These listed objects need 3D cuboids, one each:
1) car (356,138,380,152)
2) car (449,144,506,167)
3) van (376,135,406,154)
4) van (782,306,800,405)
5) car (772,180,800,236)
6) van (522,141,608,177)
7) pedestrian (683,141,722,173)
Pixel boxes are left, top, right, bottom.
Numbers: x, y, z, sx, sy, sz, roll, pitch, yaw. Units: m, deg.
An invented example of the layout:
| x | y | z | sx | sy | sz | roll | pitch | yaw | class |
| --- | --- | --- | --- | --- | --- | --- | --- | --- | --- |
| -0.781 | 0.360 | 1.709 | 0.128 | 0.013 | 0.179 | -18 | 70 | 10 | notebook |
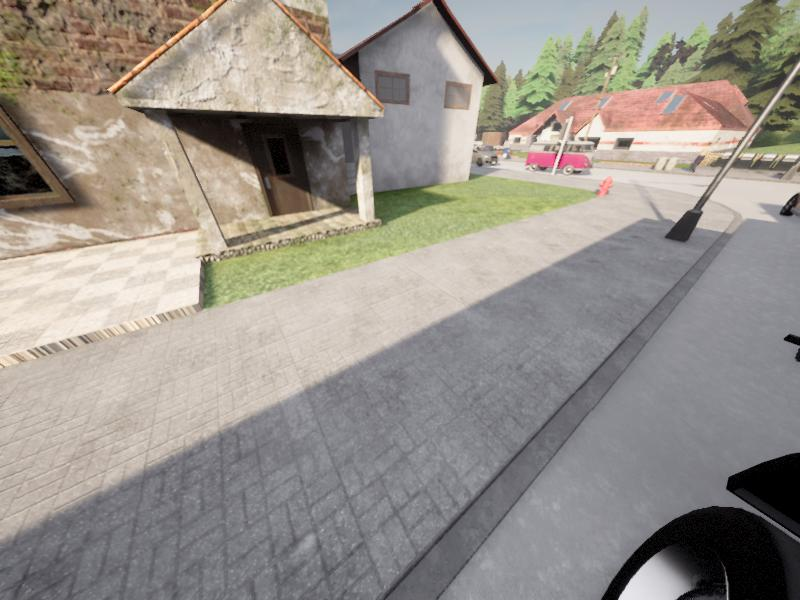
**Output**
| x | y | z | sx | sy | sz | roll | pitch | yaw | class |
| --- | --- | --- | --- | --- | --- | --- | --- | --- | --- |
| -6.173 | -29.579 | 44.078 | 2.150 | 2.045 | 5.566 | -22 | 41 | -27 | car |
| 7.285 | -14.042 | 22.317 | 2.242 | 1.667 | 4.611 | -22 | 40 | -27 | car |
| -1.617 | -25.962 | 38.503 | 1.988 | 2.561 | 5.915 | -22 | 41 | -27 | van |
| 7.069 | -0.470 | 2.348 | 5.915 | 2.561 | 1.988 | -20 | 40 | -27 | van |
| 12.800 | -2.722 | 6.349 | 3.705 | 1.549 | 1.789 | -30 | 45 | -35 | car |
| 11.748 | -10.416 | 16.882 | 1.775 | 1.987 | 4.442 | -22 | 40 | -27 | van |
| 21.170 | -10.077 | 16.238 | 0.751 | 1.860 | 0.751 | 20 | 40 | 26 | pedestrian |
